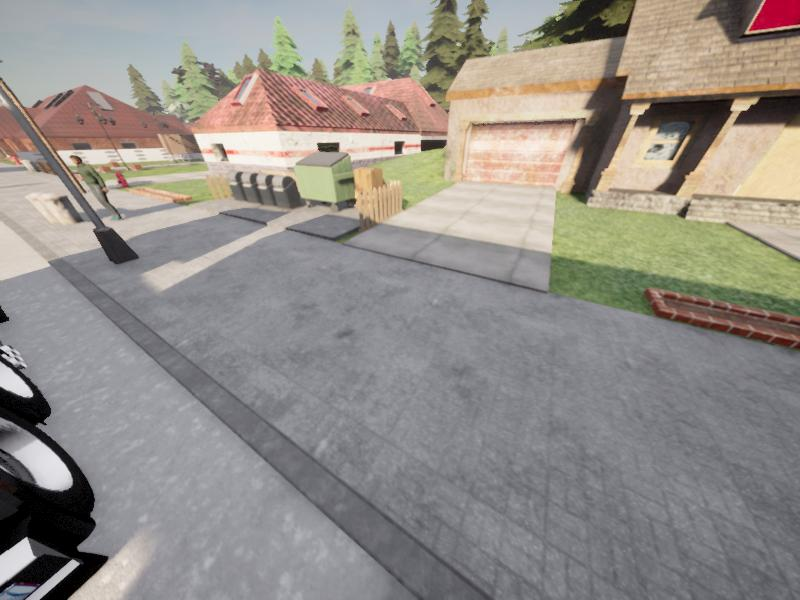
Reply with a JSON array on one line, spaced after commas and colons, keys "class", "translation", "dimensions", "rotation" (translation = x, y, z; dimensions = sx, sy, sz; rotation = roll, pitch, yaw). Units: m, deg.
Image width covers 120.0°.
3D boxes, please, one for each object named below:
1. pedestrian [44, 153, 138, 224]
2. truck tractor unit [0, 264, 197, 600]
[{"class": "pedestrian", "translation": [-9.403, -3.432, 7.141], "dimensions": [0.751, 1.860, 0.751], "rotation": [9, 36, 13]}, {"class": "truck tractor unit", "translation": [-5.110, -0.302, 0.779], "dimensions": [6.516, 4.208, 3.053], "rotation": [18, 39, 24]}]
